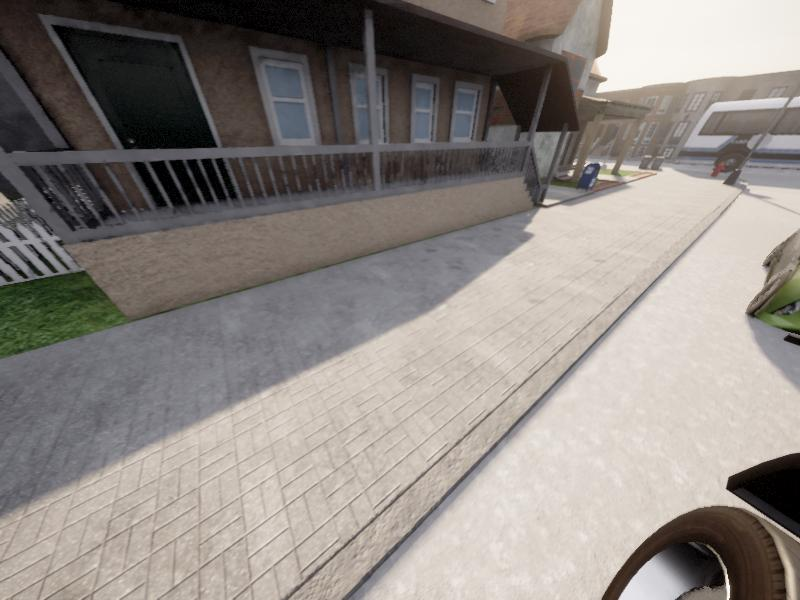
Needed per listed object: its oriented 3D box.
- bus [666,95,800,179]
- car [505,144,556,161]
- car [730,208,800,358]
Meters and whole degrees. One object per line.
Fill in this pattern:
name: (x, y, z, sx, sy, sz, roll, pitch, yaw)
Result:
bus: (26.197, -10.576, 15.065, 3.944, 4.253, 10.273, -23, 41, -28)
car: (15.537, -17.897, 27.898, 1.837, 1.490, 4.892, -23, 41, -28)
car: (7.042, -0.462, 3.200, 4.514, 1.525, 2.007, -23, 41, -28)
